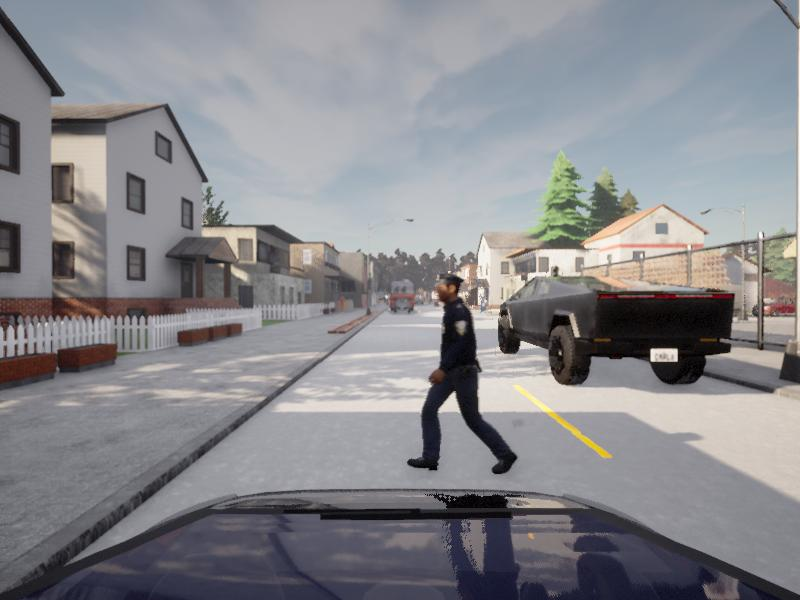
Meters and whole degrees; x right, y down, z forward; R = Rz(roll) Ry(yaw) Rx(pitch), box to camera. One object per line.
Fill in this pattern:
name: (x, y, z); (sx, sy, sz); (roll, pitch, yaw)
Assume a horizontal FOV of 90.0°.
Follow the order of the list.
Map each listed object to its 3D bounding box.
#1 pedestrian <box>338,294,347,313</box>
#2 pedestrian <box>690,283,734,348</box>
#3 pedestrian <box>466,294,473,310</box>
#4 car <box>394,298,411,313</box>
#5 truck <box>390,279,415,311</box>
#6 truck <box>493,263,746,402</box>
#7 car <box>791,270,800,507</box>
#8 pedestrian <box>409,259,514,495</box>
pedestrian: (-5.742, 0.318, 39.739); (0.751, 1.860, 0.751); (0, 0, 3)
pedestrian: (9.300, 0.447, 11.948); (0.751, 1.860, 0.751); (0, 0, 4)
pedestrian: (8.467, 0.248, 48.735); (0.751, 1.860, 0.751); (0, 0, 3)
car: (0.240, 0.578, 42.610); (1.789, 1.549, 3.705); (0, 0, 0)
truck: (0.266, -0.599, 50.881); (2.891, 3.827, 8.468); (0, 0, 0)
truck: (4.053, 0.475, 9.193); (2.390, 2.098, 6.274); (0, 0, 0)
car: (4.018, 0.670, 0.767); (2.097, 1.767, 4.553); (0, 0, 0)
pedestrian: (0.500, 0.603, 3.556); (0.751, 1.860, 0.751); (0, 0, -7)
